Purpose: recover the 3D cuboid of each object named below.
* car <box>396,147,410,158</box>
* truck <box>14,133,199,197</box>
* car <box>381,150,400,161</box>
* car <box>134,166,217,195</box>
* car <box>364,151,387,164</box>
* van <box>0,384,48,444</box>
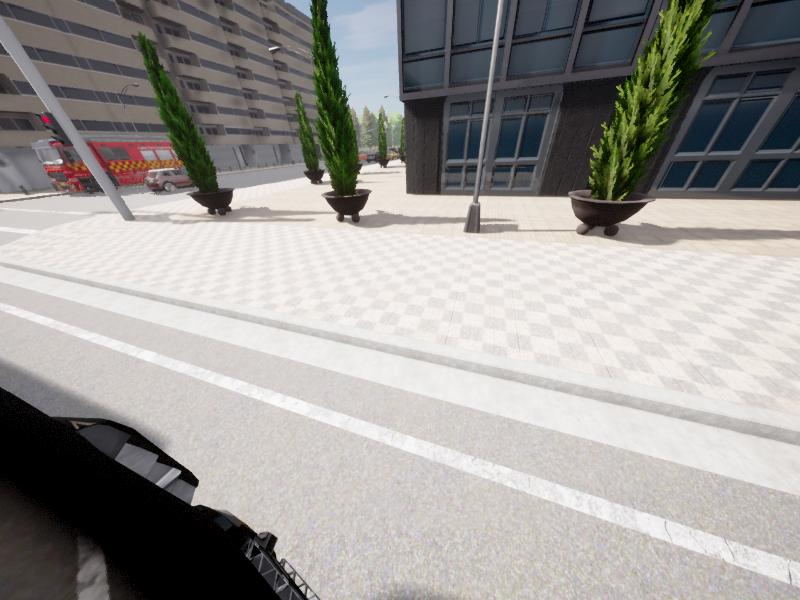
[{"bbox_3d":[0.766,-32.214,50.475,1.905,1.878,3.866,9,35,17],"label":"car"},{"bbox_3d":[-23.211,-11.561,19.529,2.891,3.827,8.468,9,35,17],"label":"truck"},{"bbox_3d":[-1.702,-28.044,44.678,1.801,1.575,5.366,9,35,17],"label":"car"},{"bbox_3d":[-16.829,-9.193,17.603,1.970,1.475,3.806,9,35,17],"label":"car"},{"bbox_3d":[-4.027,-24.217,39.155,2.007,1.525,4.514,9,35,17],"label":"car"},{"bbox_3d":[-6.109,0.530,1.812,4.442,1.987,1.775,9,35,17],"label":"van"}]
